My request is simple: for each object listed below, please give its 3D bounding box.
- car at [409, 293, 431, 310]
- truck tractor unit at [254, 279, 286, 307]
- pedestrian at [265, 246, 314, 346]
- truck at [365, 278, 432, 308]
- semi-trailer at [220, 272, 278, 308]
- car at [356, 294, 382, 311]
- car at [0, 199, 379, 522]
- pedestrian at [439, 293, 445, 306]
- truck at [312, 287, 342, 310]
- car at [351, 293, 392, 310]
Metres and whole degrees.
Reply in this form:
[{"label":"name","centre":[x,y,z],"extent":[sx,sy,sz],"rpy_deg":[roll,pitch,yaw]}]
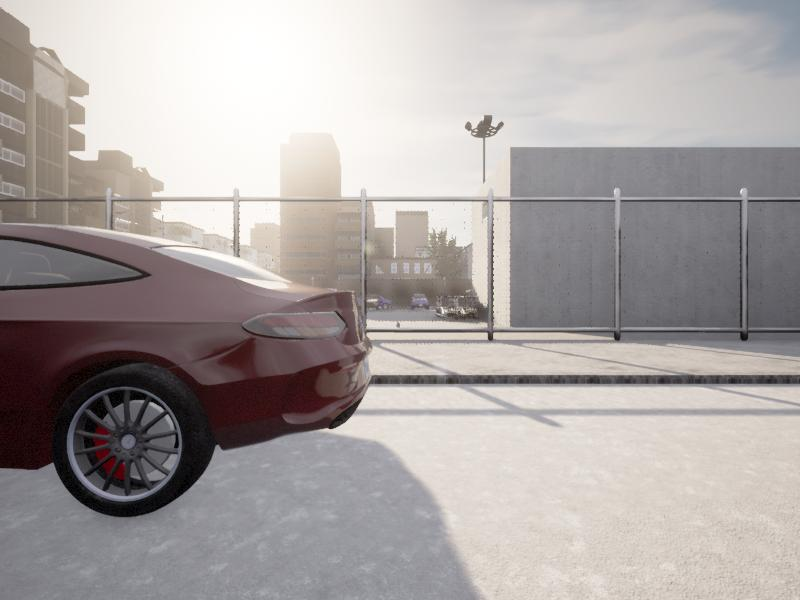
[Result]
[{"label":"car","centre":[1.852,0.156,37.981],"extent":[1.845,1.501,3.633],"rpy_deg":[0,0,0]},{"label":"truck tractor unit","centre":[-20.731,-1.124,64.169],"extent":[3.053,4.208,6.516],"rpy_deg":[0,0,0]},{"label":"pedestrian","centre":[-2.155,-0.075,7.884],"extent":[0.751,1.860,0.751],"rpy_deg":[0,0,0]},{"label":"truck","centre":[-0.152,-0.920,52.011],"extent":[8.468,3.827,2.891],"rpy_deg":[0,0,0]},{"label":"semi-trailer","centre":[-20.721,-1.219,56.254],"extent":[2.717,4.402,14.254],"rpy_deg":[0,0,0]},{"label":"car","centre":[-2.827,0.218,37.564],"extent":[2.033,1.415,5.357],"rpy_deg":[0,0,0]},{"label":"car","centre":[-2.524,0.270,2.687],"extent":[4.674,1.442,1.812],"rpy_deg":[0,0,0]},{"label":"pedestrian","centre":[5.744,-0.067,54.392],"extent":[0.751,1.860,0.751],"rpy_deg":[0,0,10]},{"label":"truck","centre":[-6.788,-0.094,37.725],"extent":[2.069,2.038,4.478],"rpy_deg":[0,0,0]},{"label":"car","centre":[-2.600,0.146,37.405],"extent":[3.705,1.547,1.789],"rpy_deg":[0,0,0]}]
